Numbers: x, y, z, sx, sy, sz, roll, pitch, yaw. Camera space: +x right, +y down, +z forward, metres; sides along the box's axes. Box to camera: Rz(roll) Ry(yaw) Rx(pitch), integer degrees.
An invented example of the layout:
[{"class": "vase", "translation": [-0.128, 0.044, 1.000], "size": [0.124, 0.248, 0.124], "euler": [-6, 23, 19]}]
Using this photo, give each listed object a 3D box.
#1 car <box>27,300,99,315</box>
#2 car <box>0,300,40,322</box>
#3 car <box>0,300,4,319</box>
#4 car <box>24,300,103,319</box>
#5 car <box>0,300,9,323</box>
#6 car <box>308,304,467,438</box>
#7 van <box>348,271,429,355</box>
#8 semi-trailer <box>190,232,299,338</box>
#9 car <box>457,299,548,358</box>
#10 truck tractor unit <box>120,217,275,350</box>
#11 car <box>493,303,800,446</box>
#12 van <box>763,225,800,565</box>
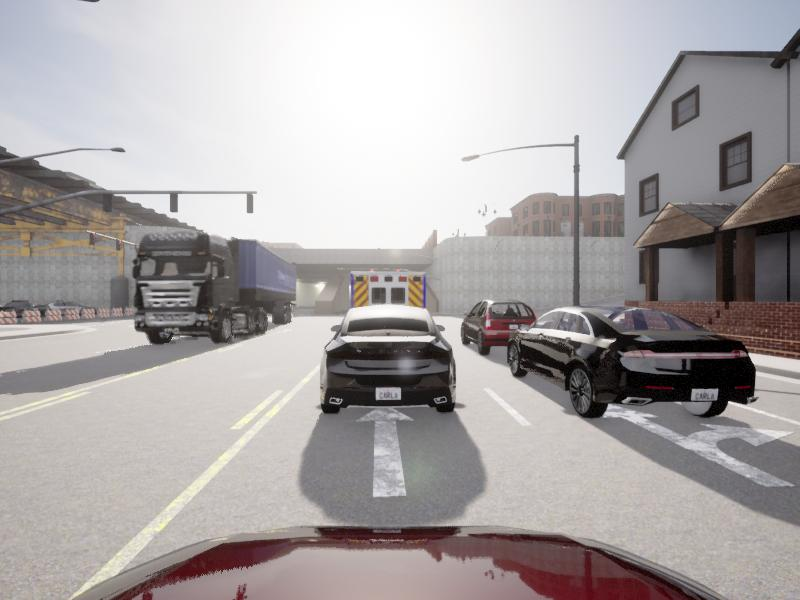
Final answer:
[{"class": "car", "translation": [-30.092, 0.638, 35.903], "size": [1.853, 1.218, 4.536], "euler": [0, 0, 27]}, {"class": "car", "translation": [-29.116, 0.796, 30.609], "size": [2.038, 1.542, 4.974], "euler": [0, 0, -38]}, {"class": "car", "translation": [-29.000, 0.638, 25.964], "size": [1.853, 1.218, 4.536], "euler": [0, 0, 42]}, {"class": "car", "translation": [-30.069, 0.796, 35.949], "size": [2.038, 1.542, 4.974], "euler": [0, 0, 27]}, {"class": "car", "translation": [-28.966, 0.796, 26.003], "size": [2.038, 1.542, 4.974], "euler": [0, 0, 42]}, {"class": "car", "translation": [-0.209, 0.844, 7.073], "size": [1.837, 1.490, 4.892], "euler": [0, 0, -2]}, {"class": "van", "translation": [-0.436, 0.378, 14.773], "size": [2.351, 2.431, 6.366], "euler": [0, 0, -2]}, {"class": "semi-trailer", "translation": [-8.314, -0.626, 23.936], "size": [2.717, 4.402, 14.254], "euler": [0, 0, -7]}, {"class": "car", "translation": [3.116, 0.788, 13.044], "size": [1.851, 1.617, 3.988], "euler": [0, 0, -2]}, {"class": "truck tractor unit", "translation": [-7.493, -0.529, 16.068], "size": [3.053, 4.208, 6.516], "euler": [-1, 0, -2]}, {"class": "car", "translation": [3.293, 0.836, 6.852], "size": [2.128, 1.511, 4.902], "euler": [0, 0, -2]}, {"class": "van", "translation": [3.492, 0.572, 0.423], "size": [2.069, 2.038, 4.480], "euler": [0, 0, -2]}]
